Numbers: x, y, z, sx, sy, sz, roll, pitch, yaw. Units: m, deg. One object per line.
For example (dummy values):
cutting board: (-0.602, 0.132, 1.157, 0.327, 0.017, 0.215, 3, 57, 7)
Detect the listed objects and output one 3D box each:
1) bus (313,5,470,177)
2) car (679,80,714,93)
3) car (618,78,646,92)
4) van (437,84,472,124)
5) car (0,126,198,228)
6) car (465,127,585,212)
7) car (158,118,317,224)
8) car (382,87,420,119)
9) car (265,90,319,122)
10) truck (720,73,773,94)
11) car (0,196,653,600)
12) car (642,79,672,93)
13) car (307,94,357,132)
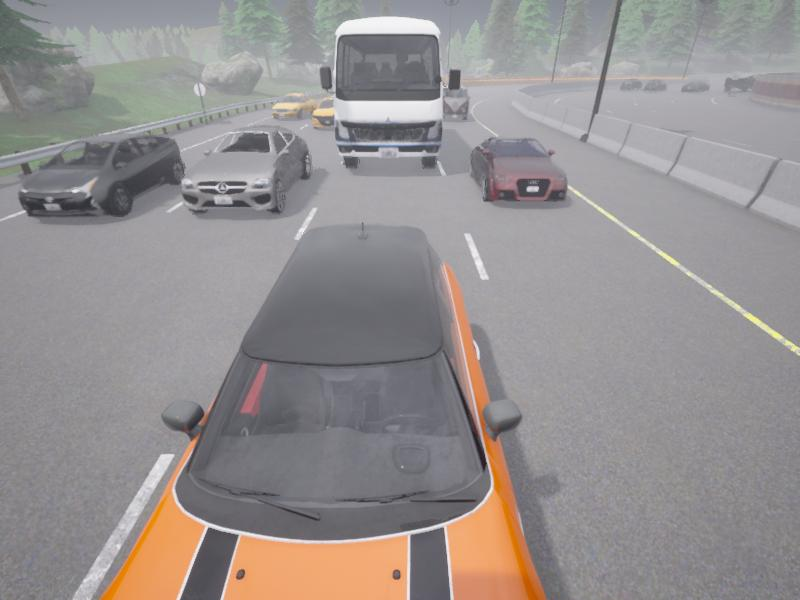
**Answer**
bus: (-0.215, -8.050, 15.608, 3.944, 4.253, 10.273, 0, 29, 0)
car: (39.449, -28.406, 53.200, 4.181, 1.385, 1.994, -20, 36, -29)
car: (32.823, -30.423, 56.529, 3.705, 1.549, 1.789, -23, 37, -33)
van: (3.401, -12.686, 25.762, 1.775, 1.987, 4.442, 1, 30, 2)
car: (-7.342, -3.353, 10.244, 2.007, 1.525, 4.514, 0, 30, 0)
car: (3.159, -3.794, 11.150, 1.994, 1.385, 4.181, 0, 30, 0)
car: (-3.839, -3.681, 10.708, 2.152, 1.651, 5.027, 0, 30, 0)
car: (0.156, -14.134, 28.549, 2.242, 1.667, 4.611, 2, 31, 4)
car: (-7.130, -13.191, 27.029, 1.801, 1.575, 5.366, 2, 30, 4)
truck: (45.531, -28.548, 52.573, 6.274, 2.098, 2.390, -16, 35, -24)
car: (-0.351, 0.751, 2.969, 2.097, 1.767, 4.553, 0, 30, 0)
car: (34.617, -28.892, 53.928, 3.633, 1.501, 1.845, -21, 36, -32)
car: (-3.765, -10.835, 23.038, 1.882, 1.535, 5.008, 0, 30, 1)
